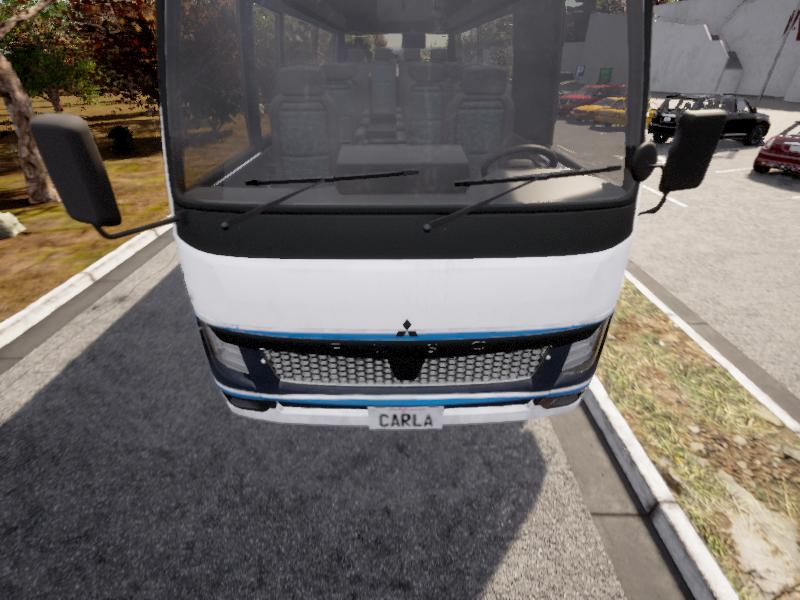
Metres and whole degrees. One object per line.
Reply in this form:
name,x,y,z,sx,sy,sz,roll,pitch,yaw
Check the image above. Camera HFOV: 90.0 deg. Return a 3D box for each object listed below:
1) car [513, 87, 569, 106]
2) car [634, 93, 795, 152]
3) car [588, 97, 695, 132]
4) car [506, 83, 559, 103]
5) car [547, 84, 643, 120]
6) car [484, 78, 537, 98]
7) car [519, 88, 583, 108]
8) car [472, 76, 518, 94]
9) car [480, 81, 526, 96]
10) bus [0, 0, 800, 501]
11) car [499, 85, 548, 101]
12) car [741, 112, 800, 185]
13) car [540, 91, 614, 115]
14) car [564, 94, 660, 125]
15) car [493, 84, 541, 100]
car,13.542,-19.638,38.566,4.674,1.452,2.002,-10,32,-18
car,13.712,-7.925,17.628,5.566,2.045,2.435,-10,31,-18
car,13.821,-10.736,22.993,5.366,1.575,1.946,-10,31,-18
car,13.553,-21.285,41.092,4.553,1.767,2.185,-10,32,-18
car,13.591,-13.906,27.996,5.566,2.045,2.435,-10,32,-18
car,13.495,-25.914,48.825,5.566,2.045,2.435,-10,32,-18
car,13.550,-18.178,35.944,5.008,1.535,2.097,-10,31,-18
car,13.390,-30.455,56.572,5.566,2.045,2.435,-10,33,-18
car,13.277,-27.178,51.476,5.366,1.575,1.946,-10,32,-18
bus,0.098,-2.829,6.628,3.944,4.253,10.273,0,31,-1
car,13.506,-22.634,43.764,4.674,1.452,2.002,-10,32,-18
car,13.692,-4.792,12.477,4.553,1.767,2.185,-10,32,-18
car,13.568,-15.159,30.740,4.792,1.488,2.163,-10,32,-18
car,13.456,-12.171,25.472,5.366,1.575,1.946,-10,32,-18
car,13.510,-24.163,46.374,4.792,1.488,2.163,-10,32,-18
